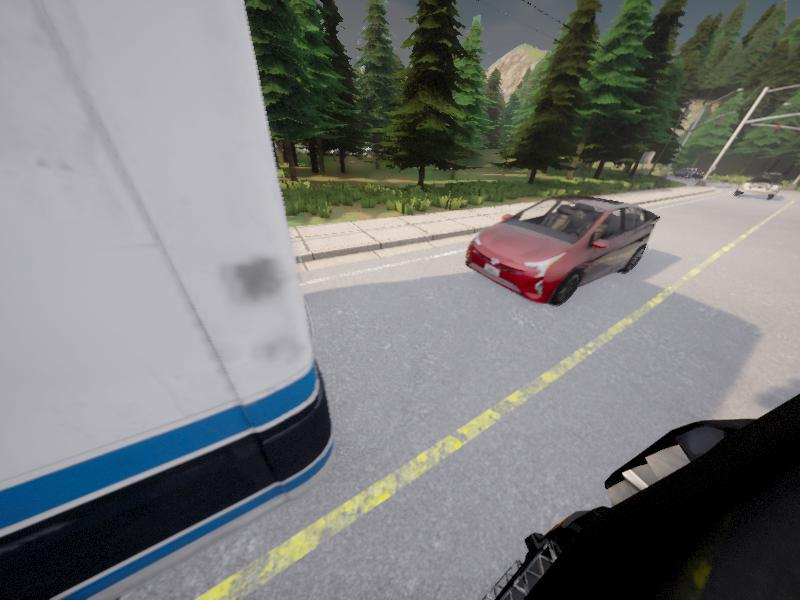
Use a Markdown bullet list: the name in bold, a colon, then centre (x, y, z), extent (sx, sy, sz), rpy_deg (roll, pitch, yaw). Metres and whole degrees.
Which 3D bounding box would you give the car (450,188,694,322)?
- **car**: centre (3.580, -1.331, 4.908), extent (4.514, 1.525, 2.007), rpy_deg (-16, 38, -26)

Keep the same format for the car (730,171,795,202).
- **car**: centre (29.321, -9.246, 18.663), extent (4.605, 1.855, 1.932), rpy_deg (-18, 39, -28)

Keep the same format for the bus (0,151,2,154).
- **bus**: centre (-34.932, -11.917, 15.367), extent (3.944, 4.253, 10.273), rpy_deg (-17, 40, -28)

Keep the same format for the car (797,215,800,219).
- **car**: centre (23.891, -5.171, 12.292), extent (4.856, 1.649, 2.033), rpy_deg (-17, 38, -27)

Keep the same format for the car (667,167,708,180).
- **car**: centre (46.822, -20.690, 37.756), extent (1.970, 1.475, 3.806), rpy_deg (5, 33, 3)
